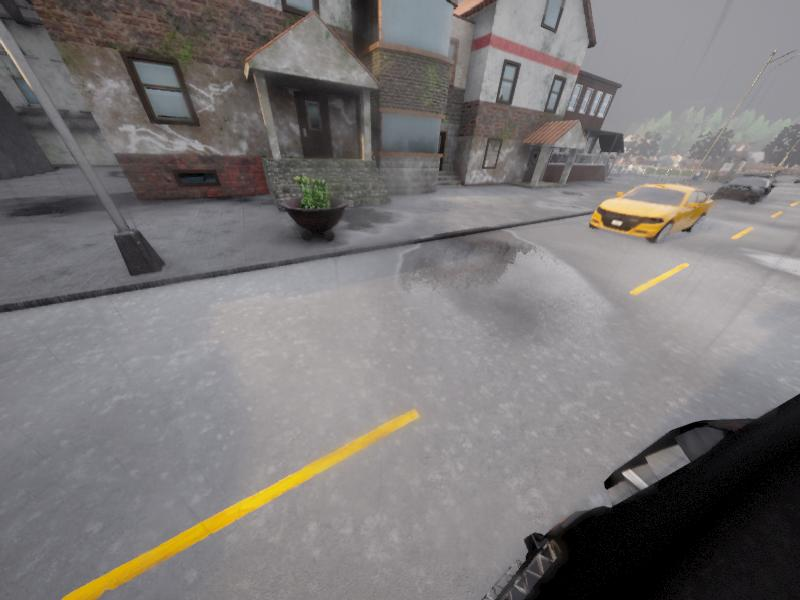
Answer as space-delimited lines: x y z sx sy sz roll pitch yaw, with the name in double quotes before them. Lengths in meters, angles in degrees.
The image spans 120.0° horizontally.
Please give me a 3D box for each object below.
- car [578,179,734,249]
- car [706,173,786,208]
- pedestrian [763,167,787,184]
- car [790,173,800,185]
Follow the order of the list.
"car" 8.884 -3.192 8.032 5.008 1.535 1.882 -15 38 -25
"car" 22.920 -7.366 15.288 5.238 1.638 1.930 -17 38 -27
"pedestrian" 48.848 -16.175 30.091 0.751 1.860 0.751 -17 39 -28
"car" 60.015 -17.721 33.898 5.357 1.411 2.033 -16 38 -26
